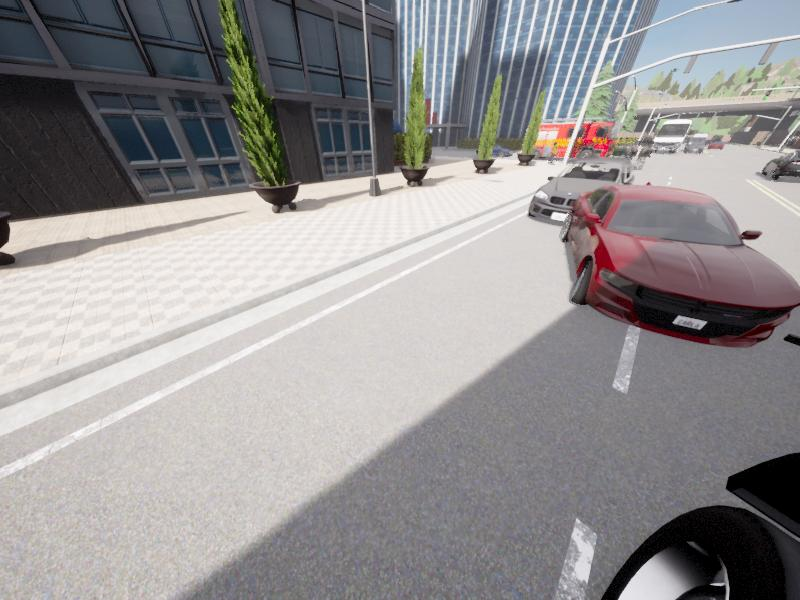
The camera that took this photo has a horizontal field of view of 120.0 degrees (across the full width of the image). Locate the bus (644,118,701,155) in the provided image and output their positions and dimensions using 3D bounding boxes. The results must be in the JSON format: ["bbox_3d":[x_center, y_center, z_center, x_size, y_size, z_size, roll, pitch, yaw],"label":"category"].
[{"bbox_3d":[43.164,-25.931,36.735,3.944,4.253,10.273,30,45,35],"label":"bus"}]

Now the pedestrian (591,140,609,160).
[{"bbox_3d":[23.327,-17.522,26.978,0.751,1.860,0.751,-18,39,-23],"label":"pedestrian"}]

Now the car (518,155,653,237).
[{"bbox_3d":[6.320,-3.778,7.799,4.611,1.667,2.242,-29,44,-35],"label":"car"}]

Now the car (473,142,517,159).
[{"bbox_3d":[12.704,-20.187,31.092,4.856,1.649,2.033,30,45,34],"label":"car"}]

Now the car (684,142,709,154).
[{"bbox_3d":[46.290,-23.840,36.177,1.812,1.442,4.674,30,45,35],"label":"car"}]

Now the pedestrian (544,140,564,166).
[{"bbox_3d":[13.143,-12.545,19.722,0.751,1.860,0.751,23,41,29],"label":"pedestrian"}]

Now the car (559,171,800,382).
[{"bbox_3d":[4.450,-1.238,4.303,1.882,1.535,5.008,16,38,22],"label":"car"}]

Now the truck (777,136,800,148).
[{"bbox_3d":[82.981,-32.026,46.846,6.274,2.098,2.390,30,45,35],"label":"truck"}]

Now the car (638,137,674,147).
[{"bbox_3d":[65.426,-40.514,59.165,2.150,2.045,5.566,-11,36,-16],"label":"car"}]

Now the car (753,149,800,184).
[{"bbox_3d":[24.530,-8.292,14.195,2.128,1.511,4.902,30,45,35],"label":"car"}]

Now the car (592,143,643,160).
[{"bbox_3d":[25.886,-17.778,27.629,1.789,1.549,3.705,-17,38,-23],"label":"car"}]

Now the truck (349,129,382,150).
[{"bbox_3d":[-8.330,-38.480,55.353,8.468,3.827,2.891,29,45,35],"label":"truck"}]

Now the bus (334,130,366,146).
[{"bbox_3d":[-17.592,-57.252,81.739,3.944,4.253,10.273,30,45,35],"label":"bus"}]

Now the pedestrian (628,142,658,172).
[{"bbox_3d":[18.571,-10.941,17.663,0.751,1.860,0.751,-23,41,-28],"label":"pedestrian"}]

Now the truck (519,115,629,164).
[{"bbox_3d":[18.446,-17.557,25.403,2.891,3.827,8.468,-27,43,-33],"label":"truck"}]

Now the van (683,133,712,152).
[{"bbox_3d":[51.739,-27.483,40.360,1.988,2.561,5.915,29,45,35],"label":"van"}]
